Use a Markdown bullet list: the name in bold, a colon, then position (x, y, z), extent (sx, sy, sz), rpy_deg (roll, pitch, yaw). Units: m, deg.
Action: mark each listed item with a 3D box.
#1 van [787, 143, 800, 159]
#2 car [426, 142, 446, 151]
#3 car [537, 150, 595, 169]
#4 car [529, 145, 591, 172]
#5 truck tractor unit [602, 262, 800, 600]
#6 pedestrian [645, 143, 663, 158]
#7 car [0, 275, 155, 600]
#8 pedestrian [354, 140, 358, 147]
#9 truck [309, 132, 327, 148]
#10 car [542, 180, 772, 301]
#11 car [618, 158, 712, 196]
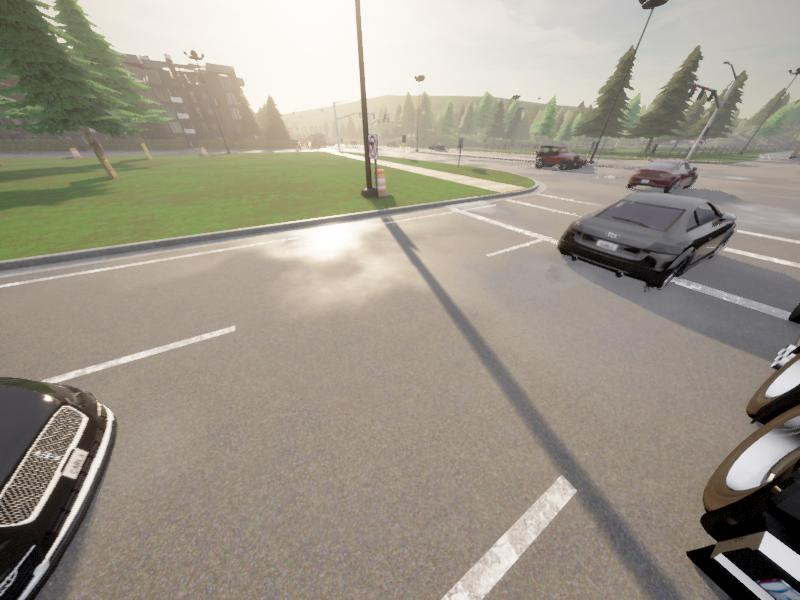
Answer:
- **van**: position (64.229, -23.545, 36.141), extent (6.366, 2.431, 2.351), rpy_deg (-18, 39, -24)
- **car**: position (8.521, -36.542, 55.082), extent (1.930, 1.638, 5.238), rpy_deg (-18, 39, -24)
- **car**: position (16.922, -14.552, 23.812), extent (1.994, 1.385, 4.181), rpy_deg (-17, 38, -23)
- **car**: position (14.527, -13.112, 21.272), extent (1.905, 1.878, 3.866), rpy_deg (-18, 39, -24)
- **truck tractor unit**: position (5.107, -0.304, 0.787), extent (6.516, 4.208, 3.053), rpy_deg (-18, 39, -24)
- **pedestrian**: position (36.277, -21.385, 33.025), extent (0.751, 1.860, 0.751), rpy_deg (-16, 38, -21)
- **car**: position (-4.293, 1.570, 0.401), extent (4.892, 1.490, 1.837), rpy_deg (-18, 39, -25)
- **pedestrian**: position (-13.677, -48.749, 71.943), extent (0.751, 1.860, 0.751), rpy_deg (-18, 39, -24)
- **truck**: position (-26.216, -50.999, 73.672), extent (2.891, 3.827, 8.468), rpy_deg (-18, 39, -25)
- **car**: position (5.657, -1.633, 5.185), extent (4.181, 1.385, 1.994), rpy_deg (-18, 39, -24)
- **car**: position (14.625, -6.912, 12.762), extent (4.674, 1.442, 1.812), rpy_deg (-18, 39, -24)
